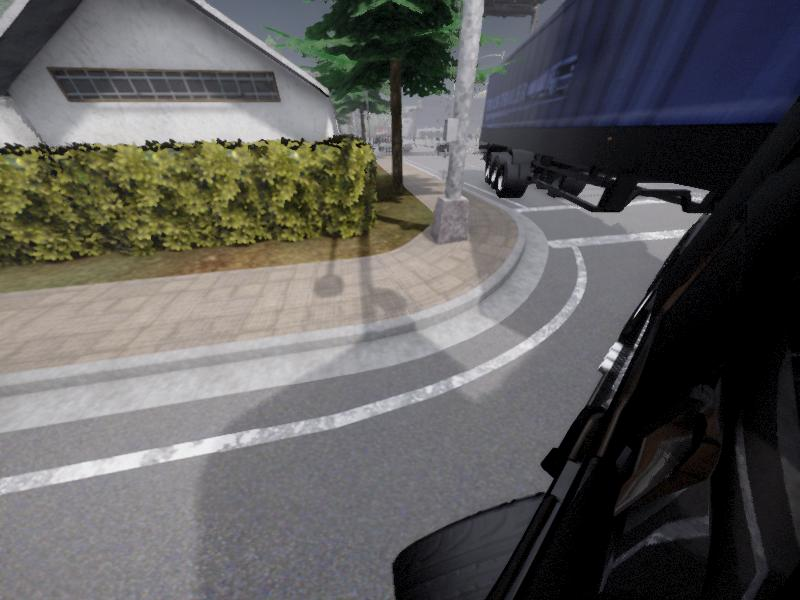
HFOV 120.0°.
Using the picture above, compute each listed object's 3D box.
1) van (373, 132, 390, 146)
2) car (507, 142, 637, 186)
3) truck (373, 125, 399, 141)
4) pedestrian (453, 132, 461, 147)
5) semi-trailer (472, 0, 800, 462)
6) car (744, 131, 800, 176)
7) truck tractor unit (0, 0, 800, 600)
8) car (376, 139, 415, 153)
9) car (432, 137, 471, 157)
[{"bbox_3d":[-3.542,-30.361,43.629,2.069,2.038,4.480,-10,37,-12],"label":"van"},{"bbox_3d":[8.139,-7.151,11.827,2.033,1.411,5.357,-8,36,-10],"label":"car"},{"bbox_3d":[-4.193,-51.825,71.907,2.891,3.827,8.468,25,41,31],"label":"truck"},{"bbox_3d":[8.745,-24.694,35.598,0.751,1.860,0.751,-9,37,-10],"label":"pedestrian"},{"bbox_3d":[4.719,-4.729,6.035,2.717,4.402,14.254,3,37,5],"label":"semi-trailer"},{"bbox_3d":[22.432,-8.112,12.666,3.866,1.878,1.905,-8,36,-9],"label":"car"},{"bbox_3d":[2.645,-0.295,0.352,6.516,4.208,3.053,-28,44,-30],"label":"truck tractor unit"},{"bbox_3d":[-0.589,-19.774,29.614,4.674,1.442,1.812,16,40,21],"label":"car"},{"bbox_3d":[5.100,-15.682,23.688,2.128,1.511,4.902,-8,34,-9],"label":"car"}]
